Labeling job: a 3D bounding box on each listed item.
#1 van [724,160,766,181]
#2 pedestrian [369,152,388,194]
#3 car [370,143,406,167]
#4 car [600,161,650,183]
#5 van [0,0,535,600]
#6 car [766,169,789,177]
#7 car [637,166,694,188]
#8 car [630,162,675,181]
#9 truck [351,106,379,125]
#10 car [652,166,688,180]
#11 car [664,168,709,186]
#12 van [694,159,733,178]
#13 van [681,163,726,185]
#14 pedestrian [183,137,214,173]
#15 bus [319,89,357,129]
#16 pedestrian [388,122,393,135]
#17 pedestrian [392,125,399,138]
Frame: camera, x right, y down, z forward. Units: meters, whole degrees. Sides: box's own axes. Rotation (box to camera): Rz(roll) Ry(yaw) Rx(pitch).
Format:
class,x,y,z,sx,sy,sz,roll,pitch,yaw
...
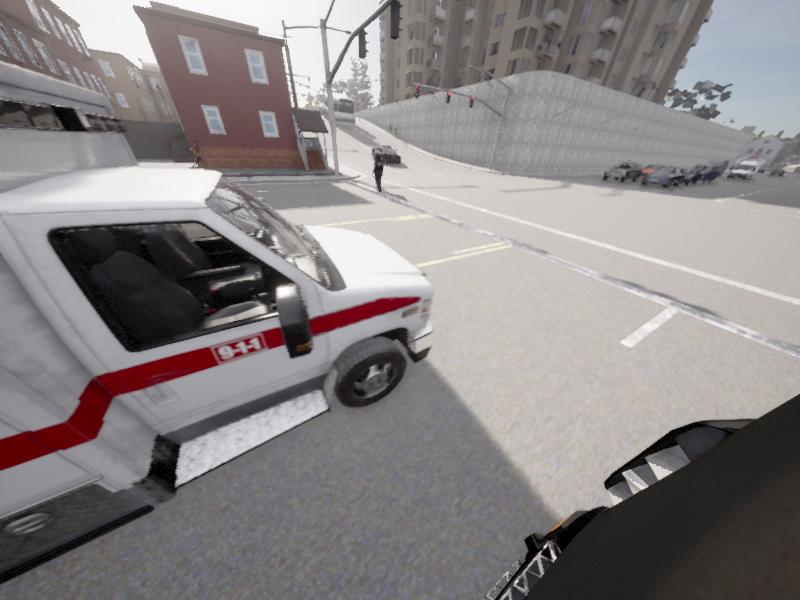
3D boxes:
class,x,y,z,sx,sy,sz,roll,pitch,yaw
van,54.372,-20.420,36.439,5.915,2.561,1.988,-16,38,-26
pedestrian,-1.132,-6.648,12.133,0.751,1.860,0.751,-12,36,-21
car,-1.537,-16.997,26.946,1.930,1.638,5.238,-16,43,-26
car,24.263,-13.887,24.971,4.605,1.855,1.932,-16,38,-26
van,-2.728,0.177,1.274,6.366,2.431,2.351,-16,38,-26
car,85.119,-28.654,52.067,3.705,1.549,1.789,-16,38,-26
car,25.727,-11.963,22.417,4.856,1.649,2.033,-15,38,-26
car,30.961,-15.737,28.337,4.553,1.767,2.097,-16,38,-26
truck,-11.154,-59.175,74.206,8.468,3.827,2.891,-15,38,-25
car,36.418,-17.140,31.150,4.193,1.474,1.816,-16,38,-26
car,31.193,-13.464,25.173,3.633,1.501,1.845,-16,38,-26
van,53.207,-22.322,39.214,5.915,2.561,1.988,-16,38,-26
van,36.124,-15.038,27.499,4.442,1.987,1.775,-16,38,-26
pedestrian,-12.327,-8.881,14.201,0.751,1.860,0.751,-13,37,-22
bus,-12.041,-36.773,44.444,3.944,4.253,10.273,-16,50,-26
pedestrian,-1.802,-32.375,43.597,0.751,1.860,0.751,-16,38,-26
pedestrian,-0.822,-30.411,41.791,0.751,1.860,0.751,-24,42,-34
